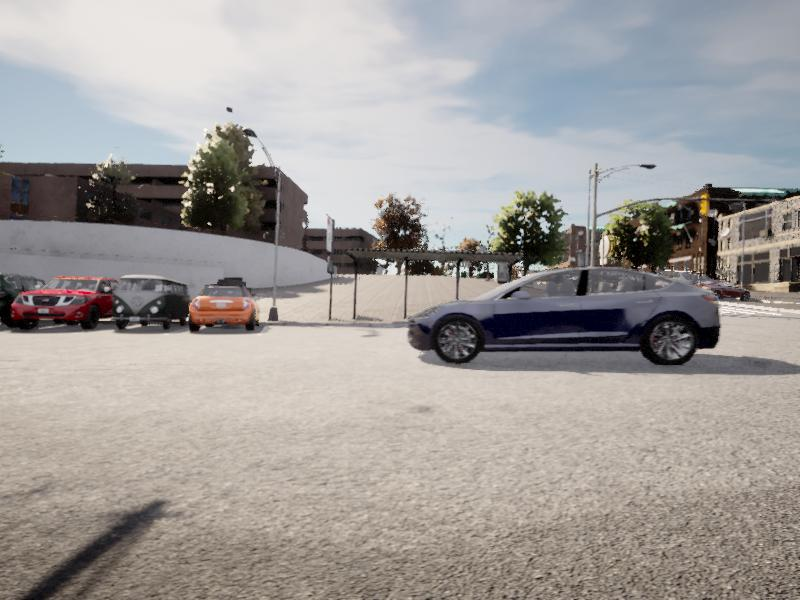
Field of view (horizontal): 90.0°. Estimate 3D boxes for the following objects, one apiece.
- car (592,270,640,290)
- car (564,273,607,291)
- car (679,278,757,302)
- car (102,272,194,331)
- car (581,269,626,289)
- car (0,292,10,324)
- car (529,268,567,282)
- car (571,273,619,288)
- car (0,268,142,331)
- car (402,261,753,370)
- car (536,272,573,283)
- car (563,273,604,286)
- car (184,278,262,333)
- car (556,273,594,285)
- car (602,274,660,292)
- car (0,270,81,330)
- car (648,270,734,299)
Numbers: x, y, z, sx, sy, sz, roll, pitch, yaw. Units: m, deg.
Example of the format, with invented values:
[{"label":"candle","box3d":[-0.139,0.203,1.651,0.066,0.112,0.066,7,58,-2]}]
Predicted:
[{"label":"car","box3d":[23.549,-2.200,43.622,4.442,1.987,1.878,1,5,-17]},{"label":"car","box3d":[18.135,-1.793,39.446,2.128,1.511,4.902,2,5,3]},{"label":"car","box3d":[22.745,-0.719,28.650,4.674,1.452,2.002,1,5,-17]},{"label":"car","box3d":[-9.597,0.111,15.665,1.878,1.987,4.442,1,-1,-17]},{"label":"car","box3d":[23.728,-2.443,46.635,4.442,1.987,1.878,1,5,-17]},{"label":"car","box3d":[-18.648,0.310,16.281,2.002,1.452,4.674,1,-1,-17]},{"label":"car","box3d":[24.977,-4.171,67.717,5.566,2.045,2.435,1,5,-18]},{"label":"car","box3d":[24.189,-2.459,49.754,5.366,1.575,1.946,1,5,-17]},{"label":"car","box3d":[-12.623,0.064,15.932,2.435,2.045,5.566,1,-2,-17]},{"label":"car","box3d":[2.515,0.219,6.738,4.792,1.488,2.163,0,0,5]},{"label":"car","box3d":[25.023,-3.675,64.792,5.366,1.575,1.946,1,5,-17]},{"label":"car","box3d":[24.195,-2.662,52.712,4.674,1.452,2.002,1,5,-17]},{"label":"car","box3d":[-6.622,0.235,15.541,2.185,1.767,4.553,1,-1,-16]},{"label":"car","box3d":[24.359,-2.906,55.727,4.674,1.452,2.002,1,5,-17]},{"label":"car","box3d":[23.459,-1.730,40.673,4.892,1.521,2.231,1,5,-17]},{"label":"car","box3d":[-15.652,0.042,16.155,2.435,2.045,5.566,1,-1,-17]},{"label":"car","box3d":[22.957,-1.252,31.643,5.566,2.045,2.435,1,5,-17]}]
